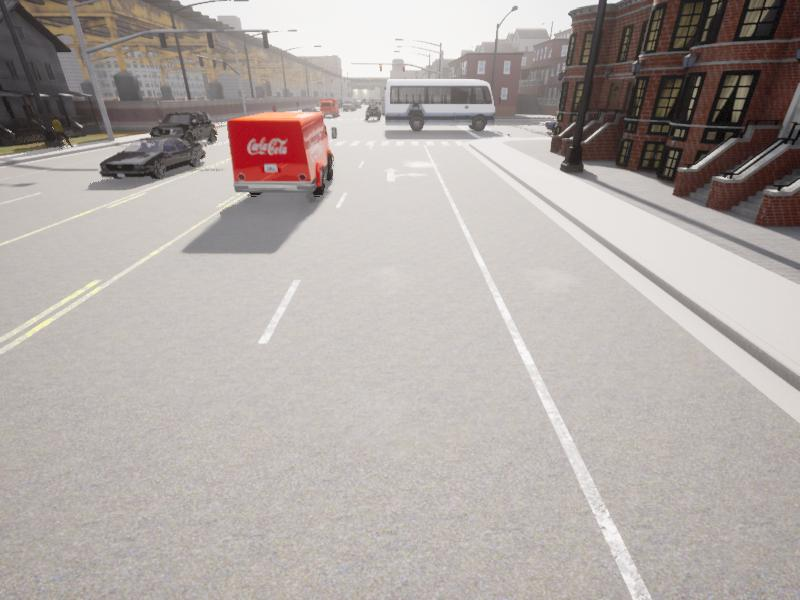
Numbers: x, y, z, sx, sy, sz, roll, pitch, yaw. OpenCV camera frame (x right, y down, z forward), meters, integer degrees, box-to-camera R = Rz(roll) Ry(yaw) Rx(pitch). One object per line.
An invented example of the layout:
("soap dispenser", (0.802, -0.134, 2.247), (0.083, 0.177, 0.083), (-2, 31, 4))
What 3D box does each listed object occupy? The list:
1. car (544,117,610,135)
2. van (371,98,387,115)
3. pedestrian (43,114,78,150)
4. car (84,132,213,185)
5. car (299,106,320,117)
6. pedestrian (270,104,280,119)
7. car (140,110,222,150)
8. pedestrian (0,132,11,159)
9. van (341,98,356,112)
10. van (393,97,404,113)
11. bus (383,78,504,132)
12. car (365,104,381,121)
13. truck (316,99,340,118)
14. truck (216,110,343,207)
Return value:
("car", (15.061, -14.922, 34.259), (4.718, 1.301, 1.895), (0, 27, -1))
("van", (-3.597, -33.074, 68.382), (2.351, 2.431, 6.366), (0, 27, 0))
("pedestrian", (-19.681, -9.767, 23.228), (0.751, 1.860, 0.751), (1, 27, 2))
("car", (-10.412, -6.229, 17.232), (2.033, 1.411, 5.357), (1, 27, 2))
("car", (-14.103, -29.382, 62.326), (2.033, 1.411, 5.357), (0, 27, 0))
("pedestrian", (-17.247, -25.918, 55.021), (0.751, 1.860, 0.751), (15, 31, 26))
("car", (-14.116, -11.241, 26.284), (2.150, 2.045, 5.566), (0, 27, 0))
("pedestrian", (-20.174, -7.901, 19.593), (0.751, 1.860, 0.751), (2, 27, 4))
("van", (-10.545, -40.314, 82.485), (2.351, 2.431, 6.366), (0, 27, 0))
("van", (-0.245, -37.483, 76.837), (1.988, 2.561, 5.915), (0, 27, 1))
("bus", (3.700, -17.925, 36.874), (10.273, 4.253, 3.944), (0, 27, 0))
("car", (-3.603, -25.411, 54.065), (1.932, 1.855, 4.605), (0, 28, 0))
("truck", (-10.551, -28.331, 59.117), (2.627, 2.467, 5.204), (0, 27, 0))
("truck", (-3.764, -5.163, 13.991), (2.627, 2.467, 5.204), (0, 28, 1))
